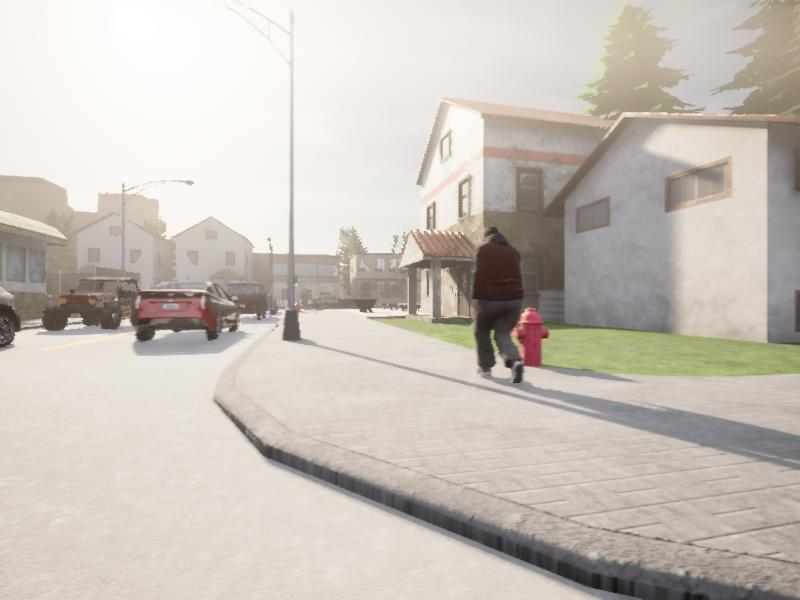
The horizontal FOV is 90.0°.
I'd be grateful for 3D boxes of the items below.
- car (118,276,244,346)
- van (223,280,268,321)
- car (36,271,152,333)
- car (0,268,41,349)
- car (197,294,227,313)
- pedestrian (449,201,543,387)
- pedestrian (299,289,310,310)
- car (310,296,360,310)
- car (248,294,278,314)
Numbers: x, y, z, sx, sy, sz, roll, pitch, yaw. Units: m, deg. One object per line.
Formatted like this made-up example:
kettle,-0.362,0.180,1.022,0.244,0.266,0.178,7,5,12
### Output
car,-5.768,0.242,11.227,2.007,1.525,4.514,0,0,-14
van,-8.432,0.025,22.171,1.775,1.987,4.442,0,0,-14
car,-10.688,0.059,14.353,1.905,1.878,3.866,0,0,-14
car,-8.838,0.181,6.766,2.033,1.649,4.856,0,0,-13
car,-15.628,0.273,33.358,2.128,1.511,4.902,0,0,-24
pedestrian,1.037,-0.057,4.459,0.751,1.860,0.751,0,0,-15
pedestrian,-8.568,-0.030,35.861,0.751,1.860,0.751,0,0,-40
car,-6.884,0.306,42.316,4.792,1.488,2.163,0,0,-24
car,-10.631,0.291,31.262,1.816,1.474,4.193,0,0,-14
